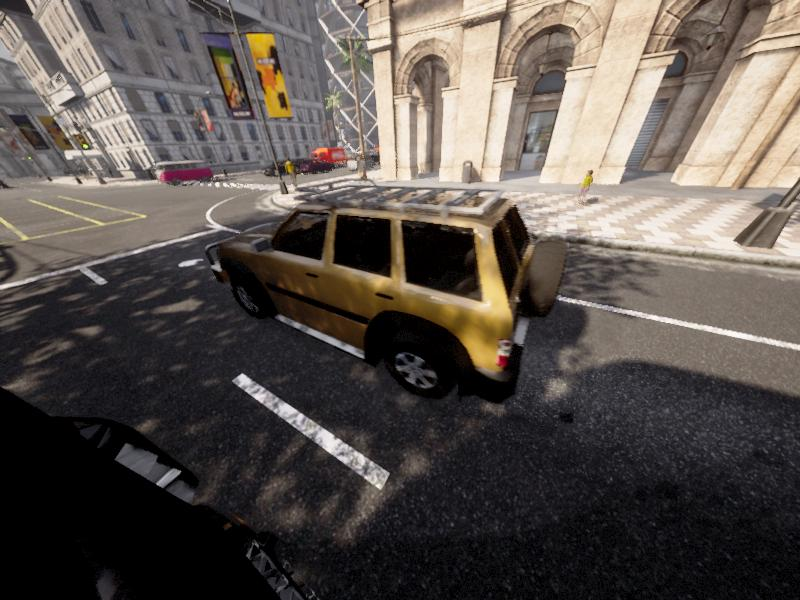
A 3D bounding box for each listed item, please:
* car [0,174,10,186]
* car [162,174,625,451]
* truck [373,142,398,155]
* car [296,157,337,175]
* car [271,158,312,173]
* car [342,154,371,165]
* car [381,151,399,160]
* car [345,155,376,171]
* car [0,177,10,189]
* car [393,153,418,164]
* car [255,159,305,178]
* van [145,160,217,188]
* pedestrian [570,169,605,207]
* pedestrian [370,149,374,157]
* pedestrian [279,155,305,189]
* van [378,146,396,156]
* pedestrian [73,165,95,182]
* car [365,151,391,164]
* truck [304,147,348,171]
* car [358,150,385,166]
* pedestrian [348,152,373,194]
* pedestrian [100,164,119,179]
[{"bbox_3d":[-61.382,-17.879,34.593,1.812,1.442,4.674,-30,42,-34],"label":"car"},{"bbox_3d":[-0.555,-0.547,3.135,4.605,1.855,1.932,16,38,27],"label":"car"},{"bbox_3d":[-5.175,-54.678,83.413,8.468,3.827,2.891,11,36,20],"label":"truck"},{"bbox_3d":[-9.825,-15.950,27.493,1.816,1.474,4.193,16,38,26],"label":"car"},{"bbox_3d":[-14.846,-18.702,32.031,1.837,1.490,4.892,16,38,26],"label":"car"},{"bbox_3d":[-7.819,-25.690,42.100,2.033,1.411,5.357,16,38,26],"label":"car"},{"bbox_3d":[-2.091,-31.251,50.050,1.994,1.385,4.181,16,38,26],"label":"car"},{"bbox_3d":[-4.836,-17.087,28.756,1.845,1.501,3.633,16,38,26],"label":"car"},{"bbox_3d":[-53.743,-15.469,30.257,5.008,1.535,1.882,16,38,26],"label":"car"},{"bbox_3d":[0.902,-22.682,36.946,1.895,1.301,4.718,16,38,26],"label":"car"},{"bbox_3d":[-14.036,-15.620,27.317,1.837,1.490,4.892,16,38,26],"label":"car"},{"bbox_3d":[-21.250,-12.477,22.713,1.775,1.987,4.442,16,38,26],"label":"van"},{"bbox_3d":[6.441,-3.869,7.971,0.500,1.100,0.500,-25,39,-29],"label":"pedestrian"},{"bbox_3d":[-8.154,-43.369,68.058,0.751,1.860,0.751,5,34,12],"label":"pedestrian"},{"bbox_3d":[-7.041,-8.328,15.099,0.751,1.860,0.751,6,35,14],"label":"pedestrian"},{"bbox_3d":[-4.574,-51.889,80.288,5.915,2.561,1.988,14,37,24],"label":"van"},{"bbox_3d":[-41.132,-16.439,30.091,0.751,1.860,0.751,15,37,25],"label":"pedestrian"},{"bbox_3d":[-3.918,-25.808,41.738,1.930,1.638,5.238,16,39,26],"label":"car"},{"bbox_3d":[-10.200,-19.908,32.587,2.627,2.467,5.204,16,38,26],"label":"truck"},{"bbox_3d":[-4.273,-21.670,35.295,1.905,1.878,3.866,16,38,26],"label":"car"},{"bbox_3d":[-2.052,-6.679,12.207,0.751,1.860,0.751,21,40,32],"label":"pedestrian"},{"bbox_3d":[-42.140,-18.687,33.563,0.751,1.860,0.751,10,36,18],"label":"pedestrian"}]
